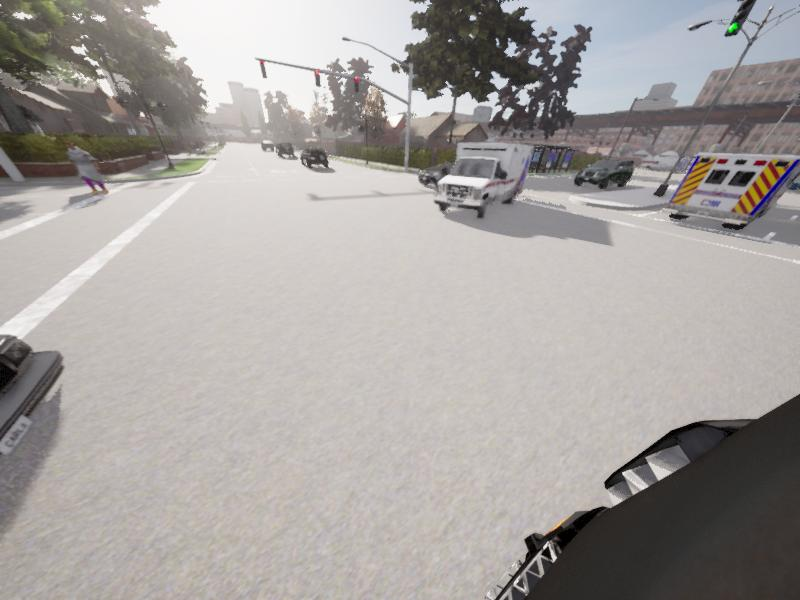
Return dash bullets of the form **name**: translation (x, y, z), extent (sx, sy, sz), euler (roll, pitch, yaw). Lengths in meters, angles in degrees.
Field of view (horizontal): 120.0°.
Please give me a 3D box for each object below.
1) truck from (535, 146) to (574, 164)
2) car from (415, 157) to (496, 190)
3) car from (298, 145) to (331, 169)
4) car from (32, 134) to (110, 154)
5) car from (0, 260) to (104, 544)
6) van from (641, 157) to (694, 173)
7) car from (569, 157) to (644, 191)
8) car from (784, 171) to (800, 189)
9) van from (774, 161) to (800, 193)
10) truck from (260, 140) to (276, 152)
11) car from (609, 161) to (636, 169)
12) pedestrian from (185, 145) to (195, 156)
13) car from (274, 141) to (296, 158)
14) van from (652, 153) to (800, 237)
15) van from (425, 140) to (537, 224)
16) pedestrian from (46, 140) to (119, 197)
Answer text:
- **truck**: translation (45.356, -42.902, 68.235), extent (2.891, 3.827, 8.468), euler (-16, 39, -26)
- **car**: translation (3.755, -8.669, 15.801), extent (5.027, 1.651, 2.152), euler (-16, 38, -26)
- **car**: translation (-8.852, -14.681, 23.703), extent (1.932, 1.855, 4.605), euler (-16, 38, -26)
- **car**: translation (-32.287, -15.449, 22.906), extent (3.806, 1.475, 1.970), euler (-16, 38, -26)
- **car**: translation (-5.122, 1.318, 0.329), extent (5.357, 1.411, 2.033), euler (-16, 38, -26)
- **van**: translation (55.534, -28.157, 48.153), extent (2.351, 2.431, 6.366), euler (-16, 38, -26)
- **car**: translation (16.902, -10.377, 18.940), extent (5.566, 2.045, 2.150), euler (-16, 38, -26)
- **car**: translation (47.538, -13.870, 26.805), extent (5.027, 1.651, 2.152), euler (-16, 38, -26)
- **van**: translation (40.795, -12.309, 23.137), extent (5.915, 2.561, 1.988), euler (-16, 38, -26)
- **truck**: translation (-32.266, -37.658, 56.377), extent (2.390, 2.098, 6.274), euler (-16, 38, -26)
- **car**: translation (54.140, -32.989, 56.273), extent (1.994, 1.385, 4.181), euler (-16, 38, -26)
- **pedestrian**: translation (-26.256, -18.663, 28.833), extent (0.500, 1.100, 0.500), euler (-15, 38, -25)
- **car**: translation (-18.773, -24.477, 37.580), extent (2.150, 2.045, 5.566), euler (-16, 38, -26)
- **van**: translation (14.198, -4.643, 9.769), extent (6.366, 2.431, 2.351), euler (-16, 38, -26)
- **van**: translation (3.828, -5.465, 10.257), extent (2.351, 2.431, 6.366), euler (22, 38, 28)
- **pedestrian**: translation (-12.268, -5.118, 9.035), extent (0.751, 1.860, 0.751), euler (-13, 37, -22)
